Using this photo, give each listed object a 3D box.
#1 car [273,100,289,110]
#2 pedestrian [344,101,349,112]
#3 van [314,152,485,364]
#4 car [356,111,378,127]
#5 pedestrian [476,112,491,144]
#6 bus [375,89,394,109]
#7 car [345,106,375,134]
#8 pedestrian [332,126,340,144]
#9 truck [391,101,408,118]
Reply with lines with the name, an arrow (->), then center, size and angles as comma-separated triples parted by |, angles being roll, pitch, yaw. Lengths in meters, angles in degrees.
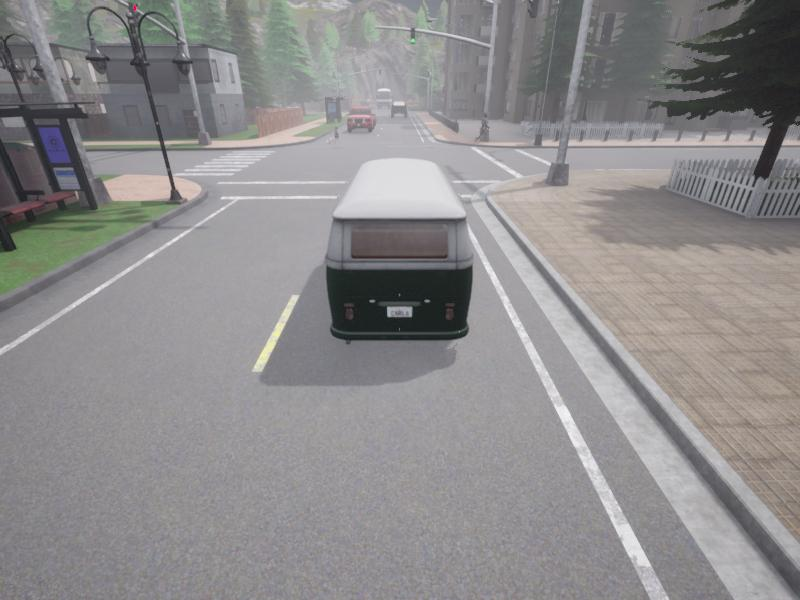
car -> -25.206, -41.427, 84.947 | 1.932, 1.855, 4.605 | -1, 27, -1
pedestrian -> -10.352, -37.585, 77.727 | 0.751, 1.860, 0.751 | -5, 28, -9
van -> -0.011, -1.090, 6.575 | 1.775, 1.987, 4.442 | 0, 27, 0
car -> -3.595, -20.056, 44.197 | 1.994, 1.385, 4.181 | 0, 27, 0
pedestrian -> 5.478, -11.285, 26.209 | 0.751, 1.860, 0.751 | 6, 28, 12
bus -> -3.590, -47.981, 95.445 | 3.944, 4.253, 10.273 | 0, 27, 0
car -> -3.578, -16.706, 36.929 | 2.150, 2.045, 5.566 | 0, 27, 0
pedestrian -> -4.411, -11.379, 27.534 | 0.500, 1.100, 0.500 | -3, 27, -6
truck -> -0.131, -28.513, 59.877 | 2.390, 2.098, 6.274 | 0, 27, 0
